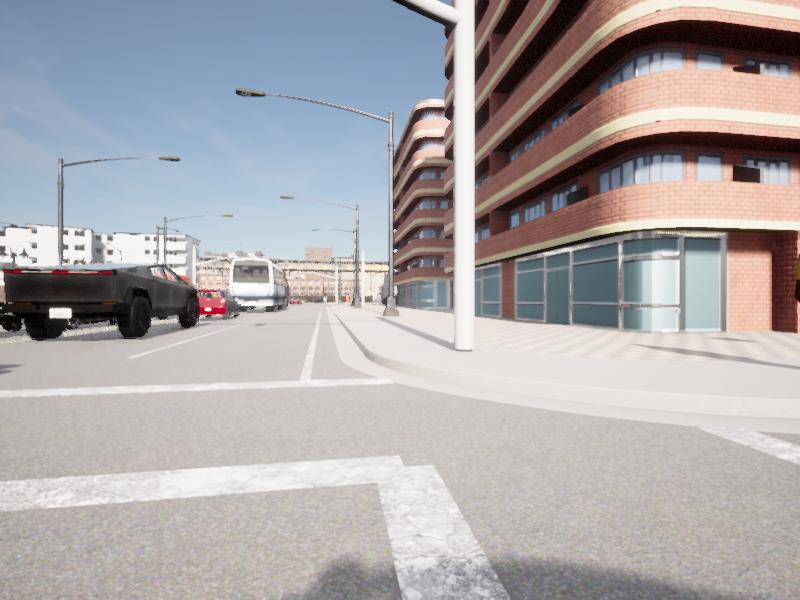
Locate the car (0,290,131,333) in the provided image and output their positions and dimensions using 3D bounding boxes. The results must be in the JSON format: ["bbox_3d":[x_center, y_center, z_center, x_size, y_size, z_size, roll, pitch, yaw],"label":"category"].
[{"bbox_3d":[-11.929,0.340,14.515,1.895,1.301,4.718,0,0,-11],"label":"car"}]

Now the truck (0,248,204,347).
[{"bbox_3d":[-7.994,-0.060,11.787,2.390,2.098,6.274,0,0,-11],"label":"truck"}]

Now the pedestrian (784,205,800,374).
[{"bbox_3d":[4.931,-0.114,4.507,0.751,1.860,0.751,0,0,34],"label":"pedestrian"}]

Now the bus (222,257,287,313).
[{"bbox_3d":[-12.598,-1.138,35.883,3.944,4.253,10.273,0,0,-11],"label":"bus"}]

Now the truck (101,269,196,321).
[{"bbox_3d":[-13.307,-0.248,21.689,2.627,2.467,5.204,0,0,-11],"label":"truck"}]

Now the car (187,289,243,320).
[{"bbox_3d":[-9.625,0.224,21.081,1.845,1.501,3.633,0,0,-11],"label":"car"}]
